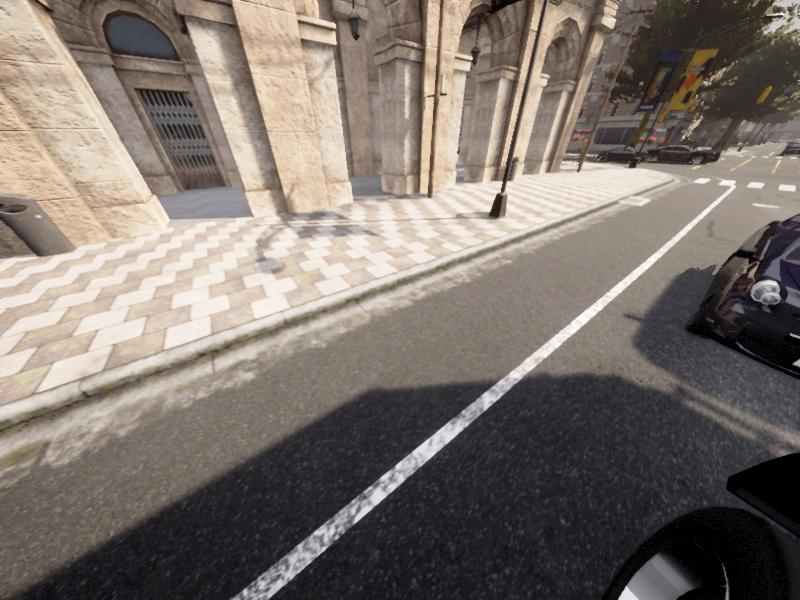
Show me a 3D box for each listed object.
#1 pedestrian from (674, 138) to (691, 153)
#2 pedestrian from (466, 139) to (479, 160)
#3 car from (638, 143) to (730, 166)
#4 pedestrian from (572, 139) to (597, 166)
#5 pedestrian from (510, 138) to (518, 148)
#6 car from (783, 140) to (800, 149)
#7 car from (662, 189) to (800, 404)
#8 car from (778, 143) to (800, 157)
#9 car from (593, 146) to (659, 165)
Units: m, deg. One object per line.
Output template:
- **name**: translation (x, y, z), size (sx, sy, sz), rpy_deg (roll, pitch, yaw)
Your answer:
- **pedestrian**: translation (41.334, -22.649, 33.819), size (0.751, 1.860, 0.751), rpy_deg (-23, 41, -28)
- **pedestrian**: translation (8.045, -16.736, 25.684), size (0.751, 1.860, 0.751), rpy_deg (-21, 40, -27)
- **car**: translation (27.392, -14.298, 22.571), size (1.930, 1.638, 5.238), rpy_deg (-22, 41, -28)
- **pedestrian**: translation (15.462, -12.378, 19.440), size (0.751, 1.860, 0.751), rpy_deg (-10, 36, -14)
- **pedestrian**: translation (25.747, -35.454, 52.117), size (0.751, 1.860, 0.751), rpy_deg (-20, 40, -26)
- **car**: translation (81.042, -31.906, 47.320), size (4.902, 1.511, 2.128), rpy_deg (-23, 41, -28)
- **car**: translation (5.476, -0.226, 2.877), size (3.633, 1.501, 1.845), rpy_deg (-23, 41, -29)
- **car**: translation (51.056, -19.298, 29.701), size (4.181, 1.385, 1.994), rpy_deg (-23, 41, -28)
- **car**: translation (22.569, -14.581, 23.246), size (1.994, 1.385, 4.181), rpy_deg (-24, 41, -29)
